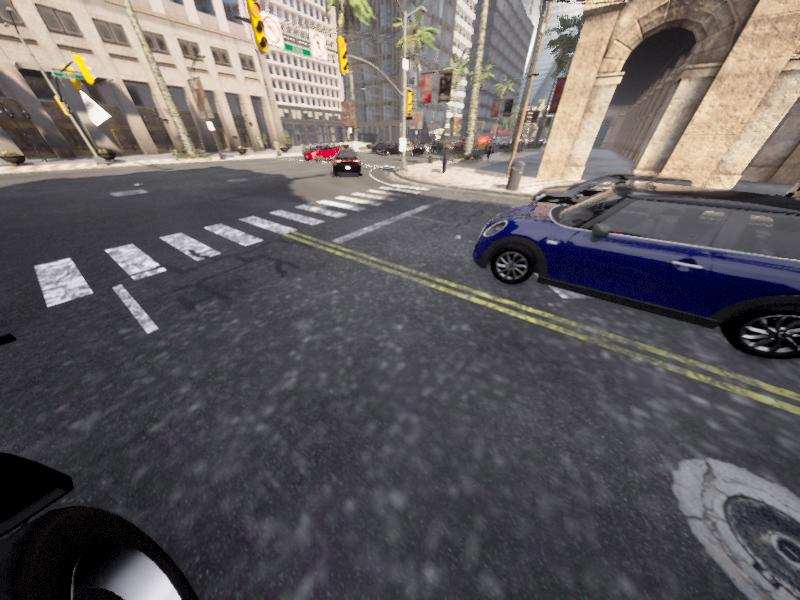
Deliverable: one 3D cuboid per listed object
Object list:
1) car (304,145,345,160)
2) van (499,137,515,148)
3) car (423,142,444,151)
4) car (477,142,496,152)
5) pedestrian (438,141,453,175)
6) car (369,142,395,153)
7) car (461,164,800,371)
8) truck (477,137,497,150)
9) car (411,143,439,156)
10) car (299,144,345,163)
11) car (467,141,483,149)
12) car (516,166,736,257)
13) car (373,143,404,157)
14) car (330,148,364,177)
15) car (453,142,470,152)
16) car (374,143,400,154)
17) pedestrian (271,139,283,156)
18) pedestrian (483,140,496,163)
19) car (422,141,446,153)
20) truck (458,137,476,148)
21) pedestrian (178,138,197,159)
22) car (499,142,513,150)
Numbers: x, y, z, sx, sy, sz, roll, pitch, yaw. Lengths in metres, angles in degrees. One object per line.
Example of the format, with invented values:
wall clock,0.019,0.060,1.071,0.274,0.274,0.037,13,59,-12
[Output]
car,-9.621,-19.008,29.684,1.895,1.301,4.718,23,41,28
van,31.079,-45.886,67.153,2.351,2.431,6.366,22,40,27
car,7.240,-32.780,49.274,2.033,1.411,5.357,22,41,28
car,17.231,-30.485,45.933,1.801,1.575,5.366,22,41,28
pedestrian,3.028,-9.496,15.488,0.751,1.860,0.751,8,36,11
car,-3.147,-27.564,41.719,2.163,1.488,4.792,22,40,28
car,3.723,-1.034,3.848,4.553,1.767,2.097,22,41,28
truck,20.511,-37.102,54.575,2.627,2.467,5.204,22,40,27
car,3.919,-23.148,35.457,2.038,1.542,4.974,22,40,28
car,-8.579,-16.442,25.851,2.007,1.525,4.514,22,40,27
car,18.948,-38.949,58.048,2.163,1.488,4.792,22,40,27
car,5.552,-2.645,6.375,3.633,1.501,1.845,22,41,28
car,-1.595,-22.144,34.025,1.837,1.490,4.892,22,41,28
car,-3.862,-10.367,17.258,2.038,1.542,4.974,-4,35,-8
car,11.961,-29.671,44.761,1.789,1.549,3.705,22,41,28
car,-2.094,-25.194,38.457,1.994,1.385,4.181,22,41,28
pedestrian,-15.808,-19.666,29.773,0.751,1.860,0.751,-8,36,-11
pedestrian,9.024,-14.973,23.308,0.751,1.860,0.751,19,39,25
car,6.420,-28.721,43.293,1.930,1.638,5.238,22,41,28
truck,17.932,-42.063,61.595,2.627,2.467,5.204,22,40,27
pedestrian,-23.494,-16.730,25.547,0.751,1.860,0.751,25,42,30
car,25.890,-37.587,56.243,1.970,1.475,3.806,22,40,27
